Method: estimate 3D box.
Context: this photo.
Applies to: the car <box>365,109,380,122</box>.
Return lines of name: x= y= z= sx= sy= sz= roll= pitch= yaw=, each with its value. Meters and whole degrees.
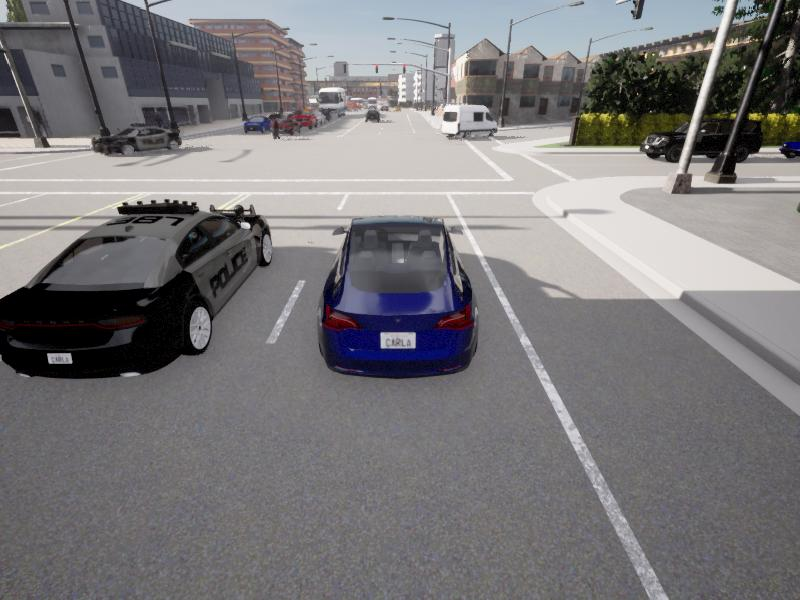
car: x=-3.882 y=-26.762 z=57.891 sx=1.882 sy=1.535 sz=5.008 roll=0 pitch=28 yaw=0

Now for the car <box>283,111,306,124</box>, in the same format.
car: x=-14.356 y=-25.058 z=54.835 sx=1.994 sy=1.385 sz=4.181 roll=0 pitch=28 yaw=0

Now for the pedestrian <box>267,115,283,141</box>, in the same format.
pedestrian: x=-9.994 y=-13.727 z=31.939 sx=0.751 sy=1.860 sz=0.751 roll=-23 pitch=34 yaw=-38

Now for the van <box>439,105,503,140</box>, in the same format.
van: x=6.234 y=-15.538 z=34.861 sx=5.915 sy=2.561 sz=1.988 roll=-22 pitch=34 yaw=-37

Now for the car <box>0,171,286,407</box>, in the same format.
car: x=-3.525 y=-0.752 z=6.335 sx=1.930 sy=1.638 sz=5.238 roll=0 pitch=27 yaw=0

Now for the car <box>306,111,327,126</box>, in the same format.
car: x=-10.840 y=-23.679 z=52.104 sx=1.812 sy=1.442 sz=4.674 roll=0 pitch=27 yaw=0

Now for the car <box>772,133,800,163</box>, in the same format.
car: x=23.275 y=-8.123 z=21.336 sx=4.718 sy=1.301 sz=1.895 roll=0 pitch=26 yaw=0

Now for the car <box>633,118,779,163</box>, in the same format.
car: x=15.942 y=-8.466 z=21.182 sx=5.566 sy=2.045 sz=2.150 roll=0 pitch=26 yaw=0

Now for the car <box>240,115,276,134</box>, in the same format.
car: x=-14.271 y=-17.806 z=40.483 sx=1.882 sy=1.535 sz=5.008 roll=0 pitch=27 yaw=0

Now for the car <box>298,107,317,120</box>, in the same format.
car: x=-14.413 y=-29.258 z=62.590 sx=1.882 sy=1.535 sz=5.008 roll=0 pitch=28 yaw=0

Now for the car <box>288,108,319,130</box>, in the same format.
car: x=-10.793 y=-20.501 z=45.272 sx=2.150 sy=2.045 sz=5.566 roll=0 pitch=27 yaw=0

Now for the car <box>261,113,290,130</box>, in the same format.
car: x=-14.304 y=-20.702 z=46.279 sx=1.837 sy=1.490 sz=4.892 roll=0 pitch=28 yaw=0

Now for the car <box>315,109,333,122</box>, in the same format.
car: x=-10.877 y=-26.558 z=57.570 sx=1.816 sy=1.474 sz=4.193 roll=0 pitch=28 yaw=0

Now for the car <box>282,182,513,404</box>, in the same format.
car: x=-0.033 y=-0.602 z=6.211 sx=2.163 sy=1.488 sz=4.792 roll=0 pitch=27 yaw=0

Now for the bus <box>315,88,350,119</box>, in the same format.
bus: x=-10.817 y=-32.433 z=65.681 sx=3.944 sy=4.253 sz=10.273 roll=0 pitch=28 yaw=0

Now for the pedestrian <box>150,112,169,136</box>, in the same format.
pedestrian: x=-20.726 y=-15.145 z=34.471 sx=0.751 sy=1.860 sz=0.751 roll=3 pitch=27 yaw=6

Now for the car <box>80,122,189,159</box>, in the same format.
car: x=-15.954 y=-9.862 z=24.471 sx=1.930 sy=1.638 sz=5.238 roll=11 pitch=28 yaw=20

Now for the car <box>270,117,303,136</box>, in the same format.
car: x=-10.727 y=-16.535 z=38.052 sx=1.812 sy=1.442 sz=4.674 roll=0 pitch=27 yaw=0

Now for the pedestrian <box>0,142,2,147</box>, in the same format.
pedestrian: x=-26.624 y=-10.761 z=25.644 sx=0.751 sy=1.860 sz=0.751 roll=1 pitch=26 yaw=1
